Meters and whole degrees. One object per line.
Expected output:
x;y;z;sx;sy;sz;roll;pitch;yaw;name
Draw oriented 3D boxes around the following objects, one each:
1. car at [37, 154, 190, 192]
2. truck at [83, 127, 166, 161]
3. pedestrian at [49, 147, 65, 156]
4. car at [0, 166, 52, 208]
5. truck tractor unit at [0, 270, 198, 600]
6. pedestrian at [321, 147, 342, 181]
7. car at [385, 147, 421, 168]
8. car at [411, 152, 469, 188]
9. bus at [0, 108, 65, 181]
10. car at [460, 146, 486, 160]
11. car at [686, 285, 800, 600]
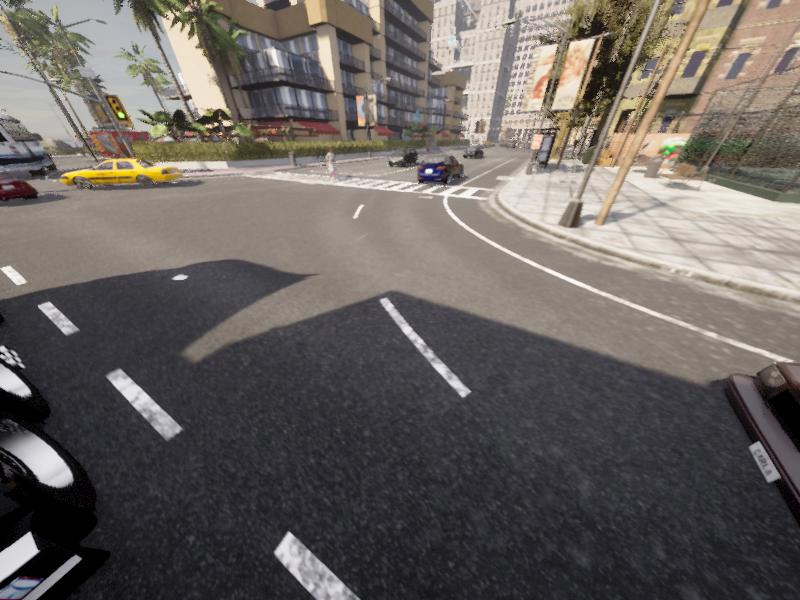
-16.143;-7.455;13.470;5.366;1.575;1.801;-8;35;-11;car
-41.030;-23.723;35.097;2.891;3.827;8.468;-6;35;-8;truck
-60.679;-26.262;40.832;0.751;1.300;0.751;-1;35;0;pedestrian
-19.136;-4.928;10.061;4.181;1.385;1.994;-1;35;-1;car
-5.123;-0.288;0.766;6.516;4.208;3.053;18;39;24;truck tractor unit
-4.442;-8.870;15.101;0.751;1.860;0.751;-30;44;-35;pedestrian
0.368;-14.488;23.379;1.851;1.617;3.988;17;39;23;car
2.673;-8.490;14.861;2.163;1.488;4.792;15;38;21;car
-31.790;-12.235;18.153;10.273;4.253;3.944;29;45;35;bus
10.248;-20.560;32.183;2.033;1.411;5.357;17;39;23;car
4.952;1.676;0.327;5.357;1.411;2.033;20;40;26;car
